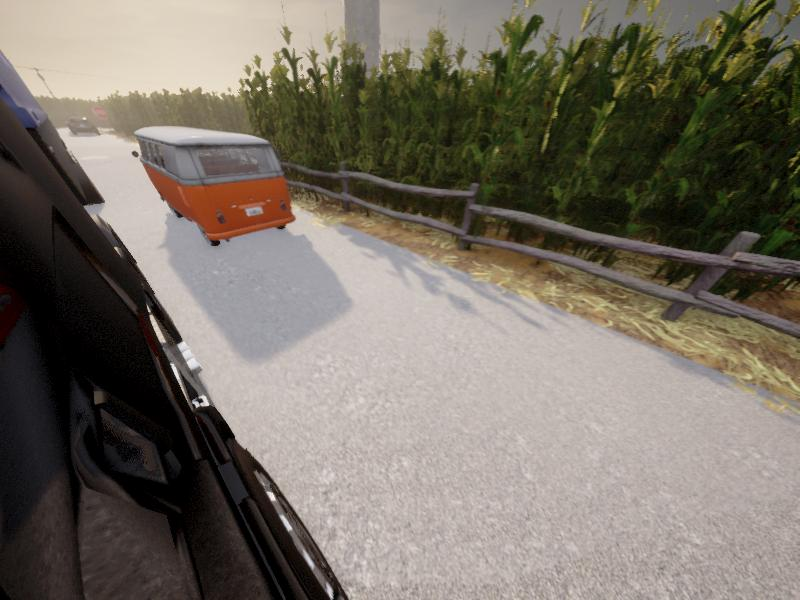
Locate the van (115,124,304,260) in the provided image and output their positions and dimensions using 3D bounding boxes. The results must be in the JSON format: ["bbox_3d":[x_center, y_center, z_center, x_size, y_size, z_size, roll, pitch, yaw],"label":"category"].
[{"bbox_3d":[-4.537,-2.860,5.521,4.442,1.987,1.775,28,44,30],"label":"van"}]

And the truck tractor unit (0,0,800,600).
[{"bbox_3d":[-2.645,-0.295,0.351,6.516,4.208,3.053,28,44,30],"label":"truck tractor unit"}]

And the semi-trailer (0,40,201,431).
[{"bbox_3d":[-8.681,-3.620,4.241,14.254,4.402,2.717,28,44,30],"label":"semi-trailer"}]

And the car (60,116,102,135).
[{"bbox_3d":[-38.284,-20.956,27.755,4.611,1.667,2.242,28,44,30],"label":"car"}]

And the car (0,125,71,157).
[{"bbox_3d":[-22.844,-10.043,14.503,4.718,1.301,1.895,27,43,29],"label":"car"}]
